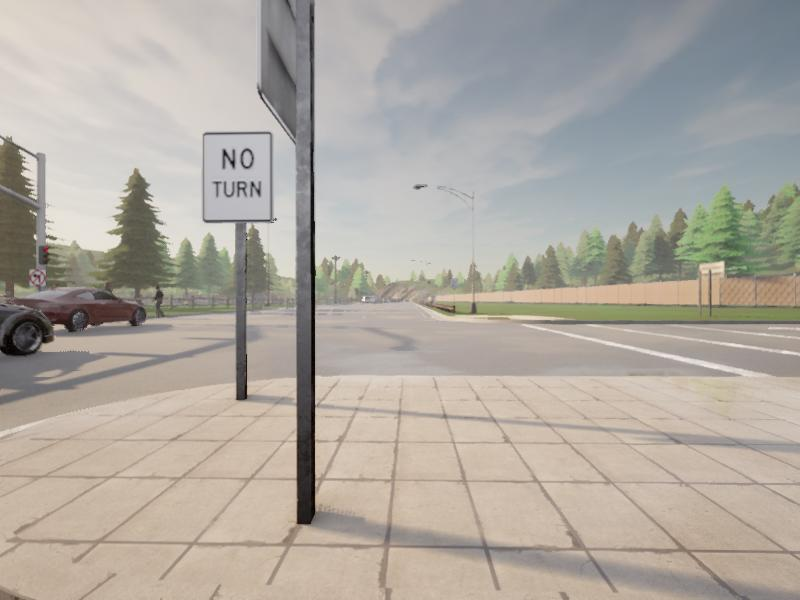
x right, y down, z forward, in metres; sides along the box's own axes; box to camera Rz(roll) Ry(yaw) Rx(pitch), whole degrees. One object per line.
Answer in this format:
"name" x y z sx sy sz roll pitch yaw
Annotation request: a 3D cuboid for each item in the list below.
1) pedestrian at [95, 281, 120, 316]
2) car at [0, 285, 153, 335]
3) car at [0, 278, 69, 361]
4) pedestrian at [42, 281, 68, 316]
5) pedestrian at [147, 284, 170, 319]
"pedestrian" -15.668 -0.082 21.437 0.751 1.860 0.751 0 0 5
"car" -11.001 0.293 13.933 1.812 1.442 4.674 0 0 1
"car" -7.680 0.324 5.947 1.994 1.385 4.181 0 0 1
"pedestrian" -18.689 -0.076 21.702 0.751 1.860 0.751 0 0 10
"pedestrian" -13.139 0.066 21.770 0.751 1.860 0.751 0 0 2
